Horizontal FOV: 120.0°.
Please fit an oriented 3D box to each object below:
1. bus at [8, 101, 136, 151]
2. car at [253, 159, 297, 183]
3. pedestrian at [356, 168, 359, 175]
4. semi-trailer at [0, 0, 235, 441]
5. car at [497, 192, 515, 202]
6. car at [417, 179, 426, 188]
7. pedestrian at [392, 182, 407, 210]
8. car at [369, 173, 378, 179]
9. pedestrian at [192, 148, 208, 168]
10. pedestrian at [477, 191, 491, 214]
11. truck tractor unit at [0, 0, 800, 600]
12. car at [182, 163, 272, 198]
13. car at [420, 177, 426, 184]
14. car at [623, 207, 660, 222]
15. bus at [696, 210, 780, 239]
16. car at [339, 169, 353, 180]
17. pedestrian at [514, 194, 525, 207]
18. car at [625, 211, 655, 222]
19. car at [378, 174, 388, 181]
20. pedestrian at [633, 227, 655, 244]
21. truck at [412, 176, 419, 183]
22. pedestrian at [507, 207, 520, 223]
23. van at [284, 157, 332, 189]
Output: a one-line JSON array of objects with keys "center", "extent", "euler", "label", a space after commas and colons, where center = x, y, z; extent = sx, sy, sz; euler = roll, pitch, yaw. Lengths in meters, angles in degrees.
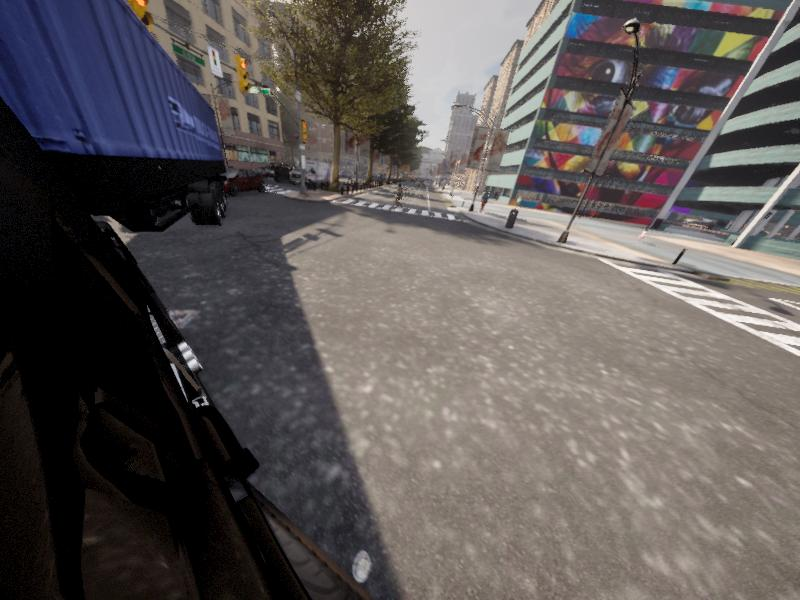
[{"center": [-49.480, -26.472, 35.930], "extent": [3.944, 4.253, 10.273], "euler": [9, 29, 2], "label": "bus"}, {"center": [-13.233, -13.812, 24.925], "extent": [1.932, 1.855, 4.605], "euler": [9, 28, 2], "label": "car"}, {"center": [-15.264, -46.194, 82.985], "extent": [0.751, 1.860, 0.751], "euler": [7, 29, -2], "label": "pedestrian"}, {"center": [-6.846, -3.982, 5.935], "extent": [2.717, 4.402, 14.254], "euler": [-9, 32, -28], "label": "semi-trailer"}, {"center": [23.821, -23.264, 52.113], "extent": [2.161, 1.482, 4.786], "euler": [9, 29, 1], "label": "car"}, {"center": [5.742, -30.969, 61.158], "extent": [1.932, 1.855, 4.605], "euler": [9, 29, 2], "label": "car"}, {"center": [-0.050, -8.108, 17.981], "extent": [0.751, 1.860, 0.751], "euler": [13, 29, 8], "label": "pedestrian"}, {"center": [-8.061, -37.958, 70.839], "extent": [1.895, 1.301, 4.718], "euler": [9, 29, 2], "label": "car"}, {"center": [-22.989, -16.312, 26.550], "extent": [0.751, 1.860, 0.751], "euler": [10, 29, 3], "label": "pedestrian"}, {"center": [7.873, -9.172, 21.687], "extent": [0.751, 1.860, 0.751], "euler": [14, 29, 11], "label": "pedestrian"}, {"center": [-2.645, -0.295, 0.351], "extent": [6.516, 4.208, 3.053], "euler": [28, 44, 30], "label": "truck tractor unit"}, {"center": [-10.817, -7.822, 15.069], "extent": [2.163, 1.488, 4.792], "euler": [7, 29, -2], "label": "car"}, {"center": [9.524, -48.697, 94.258], "extent": [2.150, 2.045, 5.566], "euler": [9, 29, 2], "label": "car"}, {"center": [53.623, -19.046, 51.485], "extent": [2.435, 2.045, 5.566], "euler": [9, 29, 1], "label": "car"}, {"center": [78.817, -18.147, 54.581], "extent": [3.944, 4.253, 10.273], "euler": [9, 29, 1], "label": "bus"}, {"center": [-10.917, -25.460, 46.825], "extent": [2.097, 1.767, 4.553], "euler": [5, 29, -5], "label": "car"}, {"center": [19.097, -15.935, 36.956], "extent": [0.751, 1.860, 0.751], "euler": [1, 29, -12], "label": "pedestrian"}, {"center": [53.579, -18.733, 51.723], "extent": [2.007, 1.523, 4.514], "euler": [9, 29, 1], "label": "car"}, {"center": [-4.943, -35.845, 67.669], "extent": [1.812, 1.442, 4.674], "euler": [9, 29, 2], "label": "car"}, {"center": [18.220, -4.805, 17.259], "extent": [0.500, 1.100, 0.500], "euler": [13, 29, 9], "label": "pedestrian"}, {"center": [6.541, -51.465, 98.443], "extent": [2.390, 2.098, 6.274], "euler": [9, 29, 2], "label": "truck"}, {"center": [9.077, -6.796, 18.475], "extent": [0.500, 1.100, 0.500], "euler": [15, 29, 12], "label": "pedestrian"}, {"center": [-9.690, -13.775, 25.213], "extent": [2.351, 2.431, 6.366], "euler": [9, 28, 2], "label": "van"}]
